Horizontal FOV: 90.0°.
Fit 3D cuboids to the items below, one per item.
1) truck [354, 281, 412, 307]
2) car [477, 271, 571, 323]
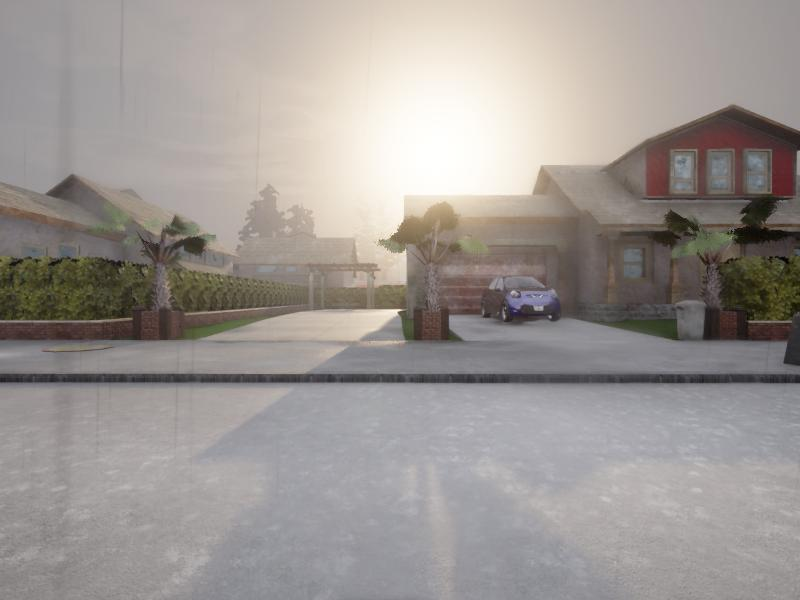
[{"bbox_3d":[-2.477,-0.921,60.272,8.468,3.827,2.891,0,0,0],"label":"truck"},{"bbox_3d":[3.891,-0.082,13.247,1.845,1.501,3.633,0,0,-3],"label":"car"}]
